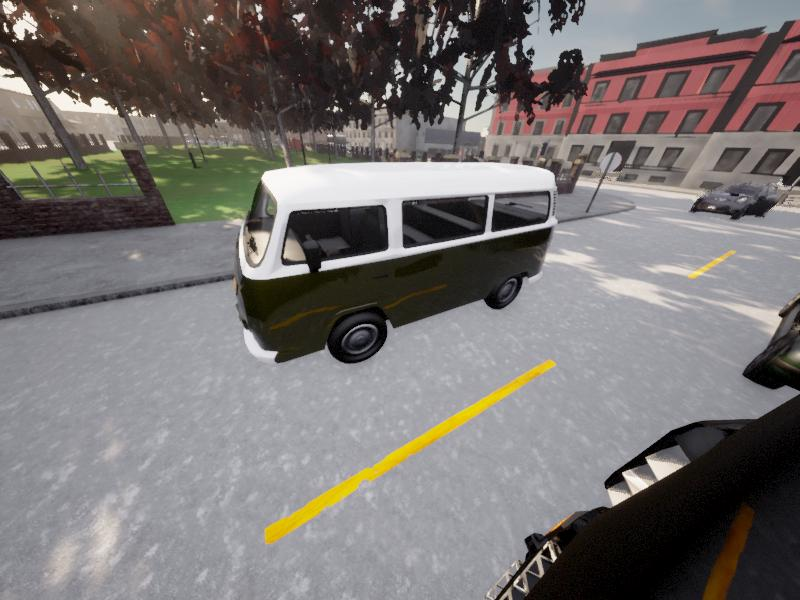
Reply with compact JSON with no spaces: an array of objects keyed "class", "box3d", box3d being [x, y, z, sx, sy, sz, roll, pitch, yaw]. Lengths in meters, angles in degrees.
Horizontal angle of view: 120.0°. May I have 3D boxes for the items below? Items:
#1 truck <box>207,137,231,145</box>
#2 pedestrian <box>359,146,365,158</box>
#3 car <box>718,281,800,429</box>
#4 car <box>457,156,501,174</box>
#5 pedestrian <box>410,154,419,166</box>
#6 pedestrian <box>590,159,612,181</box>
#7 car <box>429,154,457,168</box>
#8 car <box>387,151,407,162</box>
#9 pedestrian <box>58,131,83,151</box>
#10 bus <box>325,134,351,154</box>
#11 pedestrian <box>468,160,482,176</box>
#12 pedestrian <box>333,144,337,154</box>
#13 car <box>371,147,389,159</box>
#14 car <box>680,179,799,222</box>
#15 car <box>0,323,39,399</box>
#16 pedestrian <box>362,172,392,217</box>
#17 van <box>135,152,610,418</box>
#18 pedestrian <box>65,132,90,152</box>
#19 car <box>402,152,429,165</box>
[{"class":"truck","box3d":[-63.860,-56.109,81.614,6.274,2.098,2.390,-16,38,-26]},{"class":"pedestrian","box3d":[-7.029,-27.476,42.861,0.751,1.860,0.751,-15,38,-25]},{"class":"car","box3d":[5.963,0.322,2.466,3.988,1.617,1.851,-16,38,-26]},{"class":"car","box3d":[9.277,-16.090,27.536,1.837,1.490,4.892,-16,38,-26]},{"class":"pedestrian","box3d":[1.902,-18.190,30.073,0.751,1.300,0.751,-16,38,-26]},{"class":"pedestrian","box3d":[20.578,-13.316,23.667,0.751,1.860,0.751,-16,38,-26]},{"class":"car","box3d":[5.960,-19.472,32.320,1.789,1.549,3.705,-16,38,-26]},{"class":"car","box3d":[-0.657,-26.129,41.904,1.970,1.475,3.806,-15,38,-25]},{"class":"pedestrian","box3d":[-38.477,-18.566,27.024,0.751,1.860,0.751,-17,38,-27]},{"class":"bus","box3d":[-17.858,-44.848,66.249,3.944,4.253,10.273,-16,38,-26]},{"class":"pedestrian","box3d":[7.235,-12.799,22.369,0.751,1.300,0.751,-15,38,-25]},{"class":"pedestrian","box3d":[-15.622,-36.327,55.526,0.751,1.860,0.751,-15,38,-25]},{"class":"car","box3d":[-4.088,-29.777,46.768,1.932,1.855,4.605,-16,38,-26]},{"class":"car","box3d":[16.164,-4.840,11.097,3.633,1.501,1.845,-9,35,-18]},{"class":"car","box3d":[-5.210,0.919,0.778,3.633,1.501,1.845,-16,38,-26]},{"class":"pedestrian","box3d":[-0.800,-3.669,8.000,0.751,1.300,0.751,-16,38,-26]},{"class":"van","box3d":[0.200,-0.794,3.311,4.480,2.038,2.069,-15,38,-25]},{"class":"pedestrian","box3d":[-36.563,-17.939,26.226,0.751,1.860,0.751,-15,37,-25]},{"class":"car","box3d":[2.414,-23.047,37.454,2.007,1.525,4.514,-16,38,-26]}]
